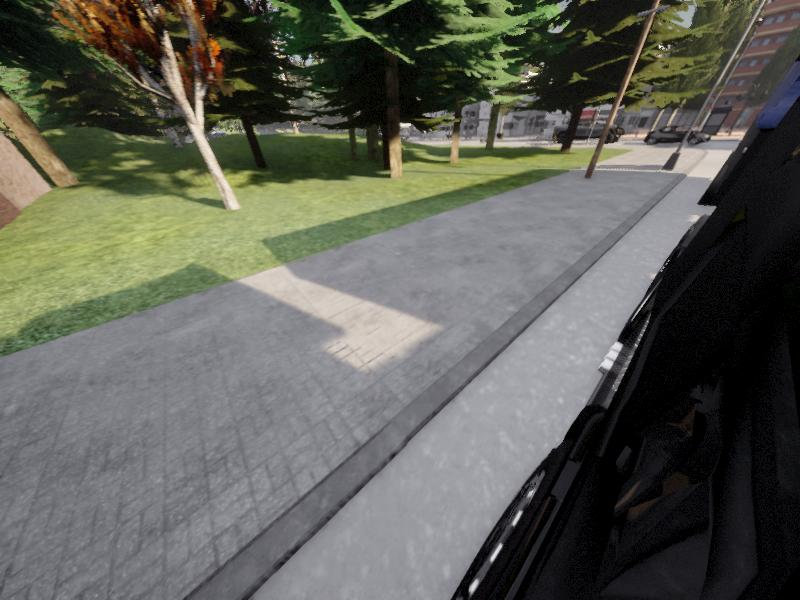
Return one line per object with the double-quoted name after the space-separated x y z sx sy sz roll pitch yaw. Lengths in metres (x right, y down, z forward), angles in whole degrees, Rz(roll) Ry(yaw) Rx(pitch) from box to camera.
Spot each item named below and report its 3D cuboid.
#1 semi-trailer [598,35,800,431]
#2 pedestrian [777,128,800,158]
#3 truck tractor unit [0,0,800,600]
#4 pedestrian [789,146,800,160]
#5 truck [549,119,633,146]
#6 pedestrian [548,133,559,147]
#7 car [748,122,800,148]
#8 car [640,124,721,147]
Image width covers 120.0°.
8.710 -3.587 4.232 14.254 4.402 2.717 -28 43 -30 "semi-trailer"
22.279 -8.894 12.613 0.751 1.860 0.751 18 41 26 "pedestrian"
2.645 -0.295 0.351 6.516 4.208 3.053 -28 44 -30 "truck tractor unit"
21.417 -8.231 11.774 0.751 1.860 0.751 -29 44 -30 "pedestrian"
20.301 -18.096 24.999 2.390 2.098 6.274 -28 44 -30 "truck"
15.404 -16.074 23.222 0.500 1.100 0.500 -31 45 -33 "pedestrian"
29.198 -11.822 16.500 1.812 1.442 4.674 -28 43 -30 "car"
24.845 -14.702 20.648 1.816 1.474 4.193 -26 42 -28 "car"
